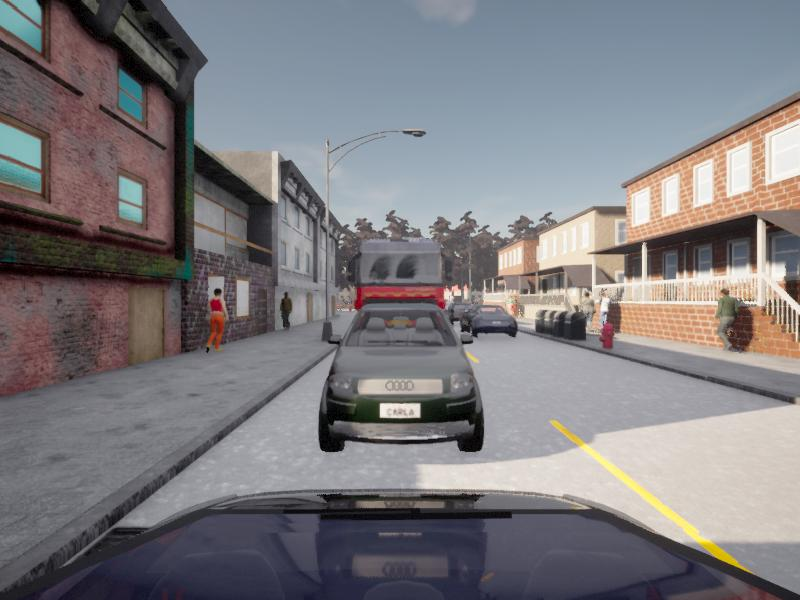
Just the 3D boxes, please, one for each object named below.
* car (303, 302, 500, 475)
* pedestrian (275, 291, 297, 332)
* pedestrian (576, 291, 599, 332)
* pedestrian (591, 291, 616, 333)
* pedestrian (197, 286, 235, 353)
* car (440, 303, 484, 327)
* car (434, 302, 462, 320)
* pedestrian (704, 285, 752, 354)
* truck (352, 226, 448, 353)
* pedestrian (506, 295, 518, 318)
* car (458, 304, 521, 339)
[{"bbox_3d":[0.007,0.814,5.489,1.789,1.549,3.705,0,0,0],"label":"car"},{"bbox_3d":[-5.360,0.533,18.846,0.751,1.860,0.751,0,0,12],"label":"pedestrian"},{"bbox_3d":[8.727,0.533,18.660,0.751,1.860,0.751,0,0,6],"label":"pedestrian"},{"bbox_3d":[9.214,0.533,18.157,0.751,1.860,0.751,0,0,-1],"label":"pedestrian"},{"bbox_3d":[-5.241,0.533,11.437,0.751,1.860,0.751,0,0,2],"label":"pedestrian"},{"bbox_3d":[3.970,0.895,26.452,2.033,1.411,5.357,0,0,0],"label":"car"},{"bbox_3d":[3.915,0.870,33.546,1.812,1.442,4.674,0,0,0],"label":"car"},{"bbox_3d":[9.210,0.533,11.264,0.751,1.860,0.751,0,0,0],"label":"pedestrian"},{"bbox_3d":[-0.015,-0.321,16.337,2.891,3.827,8.468,0,0,0],"label":"truck"},{"bbox_3d":[9.270,0.533,33.155,0.751,1.860,0.751,0,0,-1],"label":"pedestrian"},{"bbox_3d":[3.987,0.907,18.568,1.994,1.385,4.181,0,0,0],"label":"car"}]
